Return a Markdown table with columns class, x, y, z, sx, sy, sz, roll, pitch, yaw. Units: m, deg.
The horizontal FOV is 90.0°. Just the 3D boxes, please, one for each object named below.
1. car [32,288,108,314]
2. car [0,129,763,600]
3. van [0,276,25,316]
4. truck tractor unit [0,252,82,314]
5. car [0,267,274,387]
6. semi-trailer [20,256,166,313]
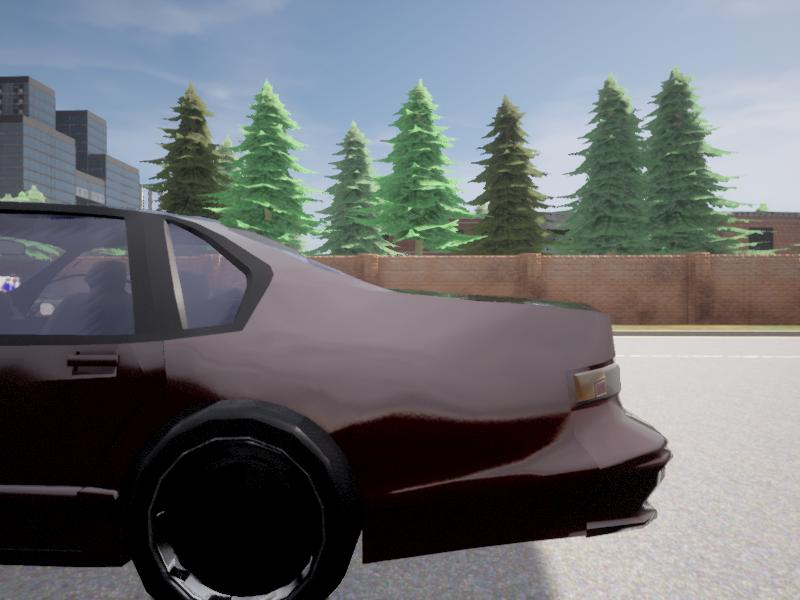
| class | x | y | z | sx | sy | sz | roll | pitch | yaw |
| --- | --- | --- | --- | --- | --- | --- | --- | --- | --- |
| car | -24.995 | 0.049 | 30.551 | 1.932 | 1.855 | 4.605 | 0 | 0 | 2 |
| car | -1.761 | 0.294 | 2.089 | 5.357 | 1.411 | 2.033 | 0 | 0 | 2 |
| van | -25.292 | -0.225 | 22.491 | 2.351 | 2.431 | 6.366 | 0 | 0 | 2 |
| truck tractor unit | -28.491 | -1.127 | 30.537 | 3.053 | 4.208 | 6.516 | 0 | 0 | 2 |
| car | -4.212 | 0.307 | 5.691 | 4.181 | 1.385 | 1.994 | 0 | 0 | 2 |
| semi-trailer | -28.203 | -1.221 | 38.446 | 2.717 | 4.402 | 14.254 | 0 | 0 | 2 |
